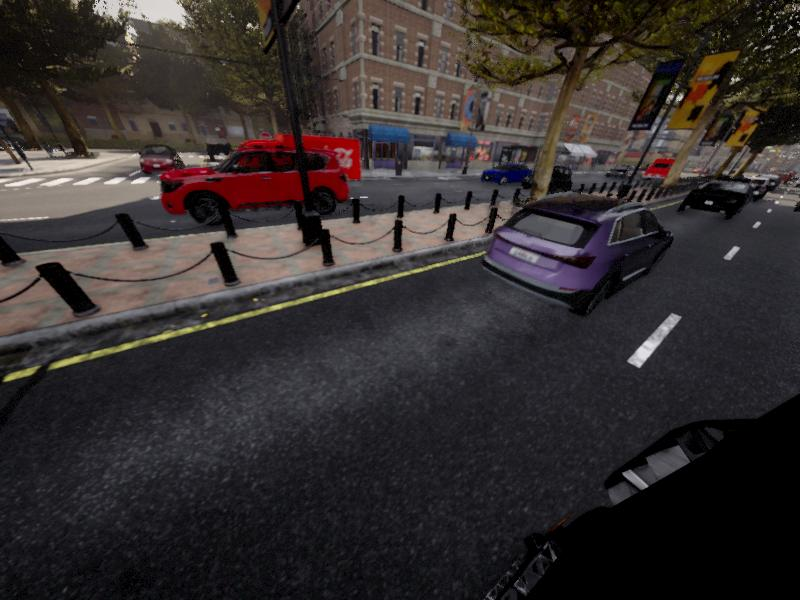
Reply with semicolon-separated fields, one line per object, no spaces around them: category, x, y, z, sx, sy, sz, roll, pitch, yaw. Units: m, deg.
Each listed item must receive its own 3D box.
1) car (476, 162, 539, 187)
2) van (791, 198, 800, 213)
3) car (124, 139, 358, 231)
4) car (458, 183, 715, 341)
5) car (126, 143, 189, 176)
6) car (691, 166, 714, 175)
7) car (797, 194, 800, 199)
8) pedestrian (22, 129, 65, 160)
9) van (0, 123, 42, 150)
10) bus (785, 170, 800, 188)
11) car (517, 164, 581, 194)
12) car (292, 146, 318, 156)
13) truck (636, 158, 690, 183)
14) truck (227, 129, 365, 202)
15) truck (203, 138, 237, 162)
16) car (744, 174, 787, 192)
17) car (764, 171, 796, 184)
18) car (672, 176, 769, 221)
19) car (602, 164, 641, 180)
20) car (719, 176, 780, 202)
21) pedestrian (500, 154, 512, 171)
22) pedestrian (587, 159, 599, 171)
car;8.893;-10.424;19.056;5.008;1.535;1.882;-18;39;-28
van;26.636;-6.668;13.919;5.915;2.561;1.988;-18;39;-28
car;-4.507;-4.007;7.814;5.566;2.045;2.150;-18;39;-28
car;3.797;-1.246;4.696;4.856;1.649;2.033;-18;39;-28
car;-16.036;-9.495;15.560;1.851;1.617;3.988;-16;38;-26
car;71.254;-30.562;54.426;4.611;1.667;2.242;-18;39;-28
car;37.639;-9.705;20.528;4.718;1.301;1.895;-18;39;-28
pedestrian;-27.237;-11.880;17.704;0.751;1.860;0.751;-3;34;-10
van;-46.009;-18.112;25.396;6.366;2.431;2.351;-18;39;-28
bus;58.830;-17.737;31.706;10.273;4.253;3.944;-16;38;-27
car;10.692;-8.728;16.579;3.988;1.617;1.851;-18;39;-28
car;-18.437;-28.888;44.877;4.181;1.385;1.994;-17;38;-27
truck;32.947;-16.248;28.968;5.204;2.467;2.627;-18;39;-28
truck;-4.684;-6.428;11.073;5.204;2.467;2.627;-18;39;-28
truck;-20.855;-17.461;26.758;2.390;2.098;6.274;-19;39;-29
car;40.349;-12.965;25.492;4.892;1.490;1.837;-18;39;-29
car;63.549;-20.494;38.637;5.027;1.651;2.152;-18;39;-28
car;16.865;-5.461;12.115;5.238;1.638;1.930;-17;38;-29
car;29.457;-17.044;30.738;4.974;1.542;2.038;-18;39;-28
car;27.858;-8.935;18.406;3.806;1.475;1.970;-18;39;-28
pedestrian;14.379;-18.625;31.278;0.751;1.860;0.751;-16;38;-27
pedestrian;35.016;-24.505;41.839;0.751;1.860;0.751;-16;38;-26
